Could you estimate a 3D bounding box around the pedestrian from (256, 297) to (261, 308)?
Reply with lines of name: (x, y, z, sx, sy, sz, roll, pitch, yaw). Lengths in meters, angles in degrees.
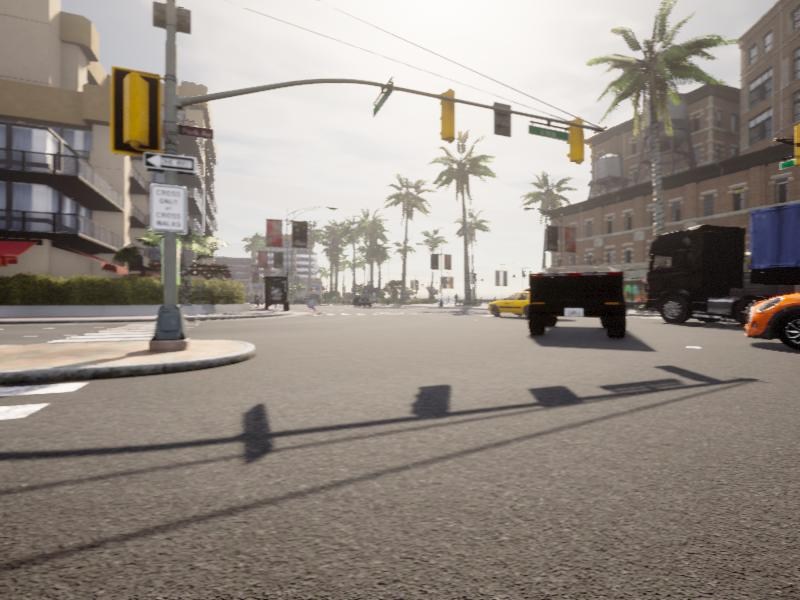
pedestrian: (-13.713, 0.223, 38.752, 0.500, 1.100, 0.500, 0, 0, -18)

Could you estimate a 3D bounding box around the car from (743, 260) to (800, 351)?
car: (9.537, 0.103, 7.570, 4.553, 1.767, 2.097, 0, 0, 42)

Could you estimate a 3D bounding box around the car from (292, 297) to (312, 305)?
car: (-20.469, 0.148, 83.719, 2.242, 1.667, 4.611, 0, 0, -41)

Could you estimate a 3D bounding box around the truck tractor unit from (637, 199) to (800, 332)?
truck tractor unit: (13.226, -1.113, 15.406, 3.053, 4.208, 6.516, 0, 0, -21)

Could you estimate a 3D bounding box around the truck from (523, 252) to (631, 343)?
truck: (5.551, -0.058, 12.518, 2.390, 2.098, 6.274, 0, 0, 25)

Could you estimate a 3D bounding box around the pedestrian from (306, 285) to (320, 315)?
pedestrian: (-5.584, 0.014, 25.606, 0.751, 1.860, 0.751, 0, 0, -21)

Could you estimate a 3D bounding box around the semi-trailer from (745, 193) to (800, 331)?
semi-trailer: (16.043, -1.200, 8.010, 2.717, 4.402, 14.254, 0, 0, -21)

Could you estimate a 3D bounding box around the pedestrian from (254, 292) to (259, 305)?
pedestrian: (-20.804, -0.178, 57.945, 0.751, 1.860, 0.751, 0, 0, -20)

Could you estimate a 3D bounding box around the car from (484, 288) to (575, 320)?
car: (6.913, 0.197, 22.070, 1.801, 1.575, 5.366, 0, 0, -21)
